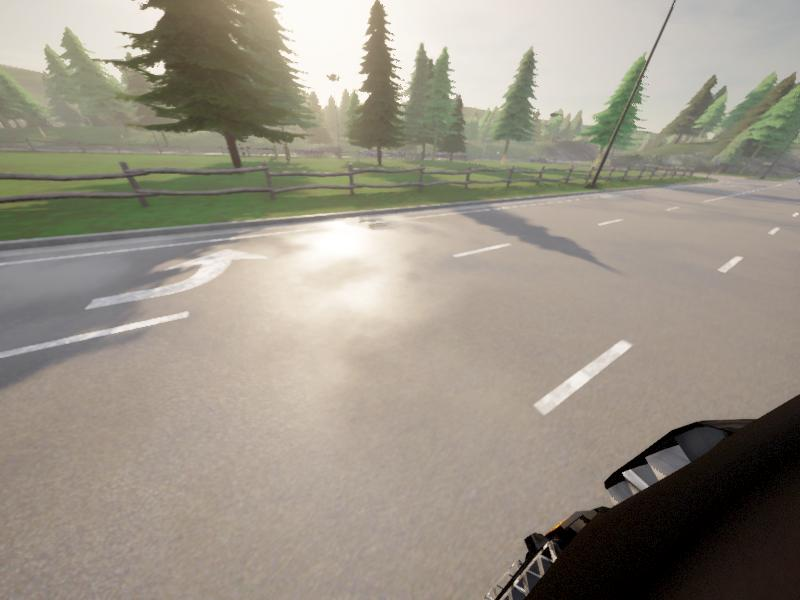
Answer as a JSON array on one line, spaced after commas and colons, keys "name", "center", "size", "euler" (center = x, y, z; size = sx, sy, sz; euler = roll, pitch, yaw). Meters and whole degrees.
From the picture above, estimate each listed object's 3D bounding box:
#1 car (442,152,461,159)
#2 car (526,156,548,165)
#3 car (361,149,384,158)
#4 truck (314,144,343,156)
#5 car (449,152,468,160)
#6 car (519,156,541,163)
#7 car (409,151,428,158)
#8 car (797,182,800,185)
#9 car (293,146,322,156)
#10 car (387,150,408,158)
[{"name": "car", "center": [14.684, -41.029, 65.744], "size": [4.974, 1.542, 2.038], "euler": [-16, 38, -26]}, {"name": "car", "center": [38.503, -39.327, 65.051], "size": [5.027, 1.651, 2.152], "euler": [19, 37, 23]}, {"name": "car", "center": [-6.128, -32.832, 51.928], "size": [4.514, 1.525, 2.007], "euler": [-16, 38, -26]}, {"name": "truck", "center": [-17.306, -36.550, 56.261], "size": [6.274, 2.098, 2.390], "euler": [-16, 38, -26]}, {"name": "car", "center": [15.988, -39.200, 63.011], "size": [4.856, 1.649, 2.033], "euler": [-16, 38, -26]}, {"name": "car", "center": [38.399, -41.443, 68.067], "size": [5.366, 1.575, 1.801], "euler": [17, 36, 20]}, {"name": "car", "center": [5.387, -42.823, 67.815], "size": [4.974, 1.542, 2.038], "euler": [-16, 38, -26]}, {"name": "car", "center": [59.004, -17.211, 32.764], "size": [3.988, 1.617, 1.851], "euler": [-16, 38, -26]}, {"name": "car", "center": [-19.420, -31.307, 48.586], "size": [5.238, 1.638, 1.930], "euler": [-16, 38, -26]}, {"name": "car", "center": [-0.723, -38.873, 61.357], "size": [5.238, 1.638, 1.930], "euler": [-16, 38, -26]}]
